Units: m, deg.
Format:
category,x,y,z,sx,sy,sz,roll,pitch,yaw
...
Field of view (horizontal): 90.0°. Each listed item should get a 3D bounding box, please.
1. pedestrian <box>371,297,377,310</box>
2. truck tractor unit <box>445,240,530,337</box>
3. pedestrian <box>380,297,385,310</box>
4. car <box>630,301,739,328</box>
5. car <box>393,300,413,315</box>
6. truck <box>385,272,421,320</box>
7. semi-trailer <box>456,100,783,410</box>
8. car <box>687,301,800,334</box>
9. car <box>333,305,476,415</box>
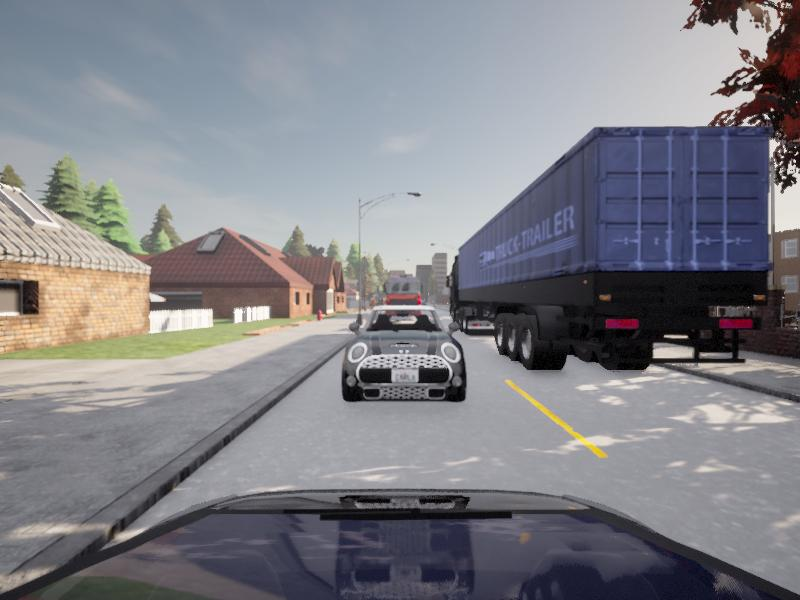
category,x,y,z,sx,sy,sz,roll,pitch,yaw
pedestrian,-3.697,0.501,56.251,0.751,1.860,0.751,0,0,3
truck tractor unit,4.177,-0.532,20.723,3.053,4.208,6.516,0,0,0
pedestrian,-2.635,0.499,59.809,0.751,1.860,0.751,0,0,-4
car,16.745,0.822,23.739,4.902,1.511,2.128,0,0,0
car,0.381,0.811,44.831,2.128,1.511,4.902,0,0,0
truck,0.304,-0.341,36.352,2.891,3.827,8.468,0,0,0
semi-trailer,4.126,-0.626,12.812,2.717,4.402,14.254,0,0,0
car,17.402,0.824,19.763,4.902,1.511,2.128,0,0,1
car,0.072,0.849,7.413,1.970,1.475,3.806,0,0,0
